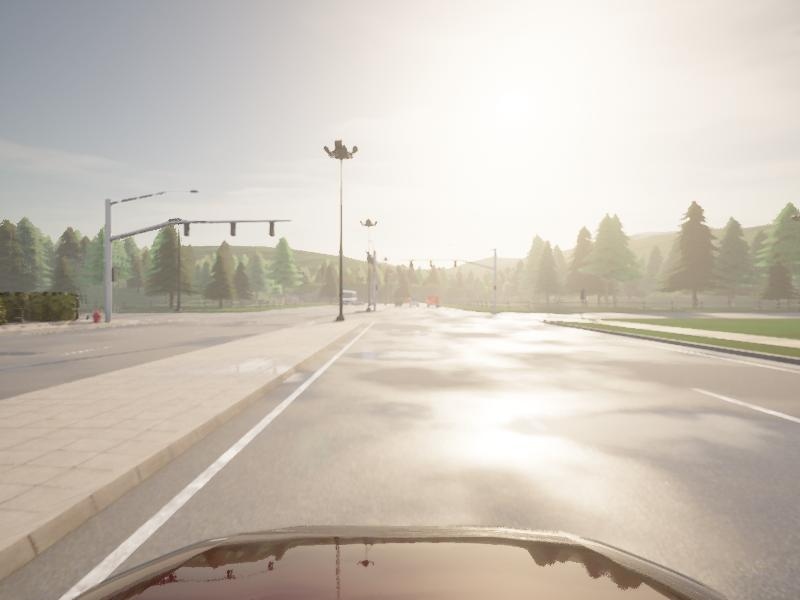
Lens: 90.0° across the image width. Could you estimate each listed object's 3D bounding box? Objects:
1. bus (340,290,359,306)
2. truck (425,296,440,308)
[{"bbox_3d":[-14.631,-0.573,116.580,3.944,4.253,10.273,0,0,1],"label":"bus"},{"bbox_3d":[6.771,0.330,83.513,2.627,2.467,5.204,0,0,0],"label":"truck"}]
